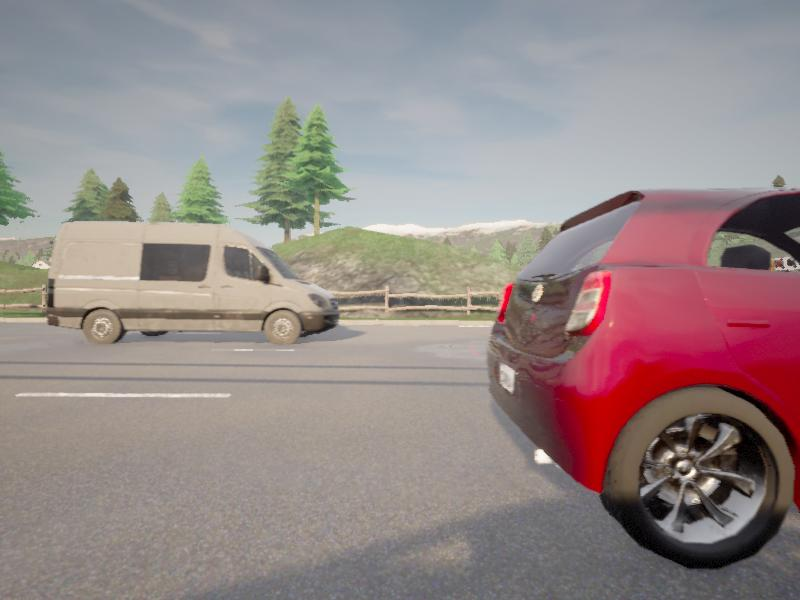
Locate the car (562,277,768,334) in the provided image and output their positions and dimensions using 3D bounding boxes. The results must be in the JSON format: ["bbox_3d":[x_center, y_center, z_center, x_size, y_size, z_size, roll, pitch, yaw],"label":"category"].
[{"bbox_3d":[8.151,0.165,12.696,5.238,1.638,1.930,0,0,0],"label":"car"}]

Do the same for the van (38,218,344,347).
[{"bbox_3d":[-4.369,-0.348,9.141,5.915,2.561,1.988,0,0,-1],"label":"van"}]

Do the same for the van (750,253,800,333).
[{"bbox_3d":[15.315,-0.188,12.685,6.366,2.431,2.351,0,0,0],"label":"van"}]

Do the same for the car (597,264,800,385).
[{"bbox_3d":[5.992,0.293,5.698,5.357,1.411,2.033,0,0,0],"label":"car"}]

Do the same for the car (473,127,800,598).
[{"bbox_3d":[2.393,0.212,2.201,3.633,1.501,1.845,1,0,0],"label":"car"}]
